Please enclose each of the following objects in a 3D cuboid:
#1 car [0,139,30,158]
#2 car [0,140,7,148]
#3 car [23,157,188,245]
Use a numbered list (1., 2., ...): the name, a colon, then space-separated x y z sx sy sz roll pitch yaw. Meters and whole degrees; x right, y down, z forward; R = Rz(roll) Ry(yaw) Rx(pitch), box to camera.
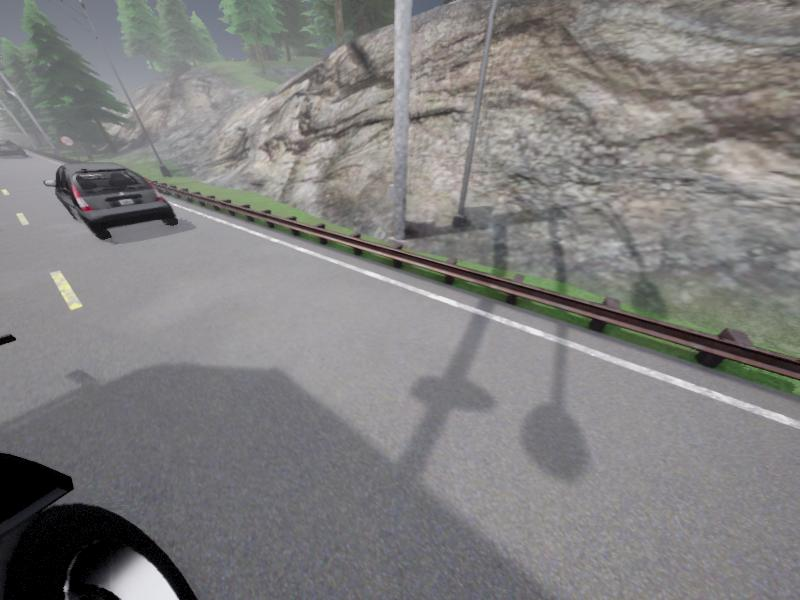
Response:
1. car: -44.839 -17.219 26.192 4.611 1.667 2.242 21 39 26
2. car: -77.178 -29.762 43.597 4.611 1.667 2.242 21 40 27
3. car: -8.578 -3.100 6.781 3.988 1.617 1.851 21 40 27
